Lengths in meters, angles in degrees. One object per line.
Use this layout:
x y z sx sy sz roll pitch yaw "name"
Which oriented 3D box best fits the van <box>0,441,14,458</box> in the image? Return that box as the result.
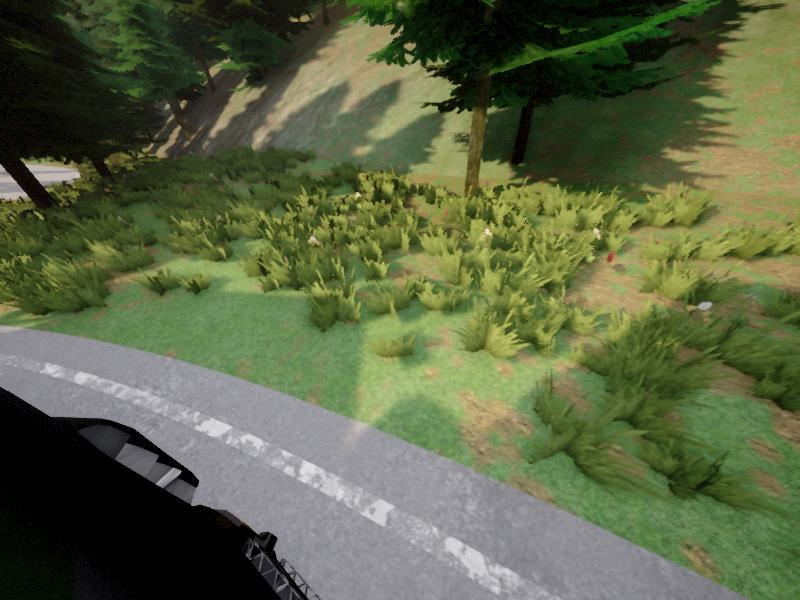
-6.880 0.736 1.026 6.366 2.431 2.351 4 34 10 "van"
